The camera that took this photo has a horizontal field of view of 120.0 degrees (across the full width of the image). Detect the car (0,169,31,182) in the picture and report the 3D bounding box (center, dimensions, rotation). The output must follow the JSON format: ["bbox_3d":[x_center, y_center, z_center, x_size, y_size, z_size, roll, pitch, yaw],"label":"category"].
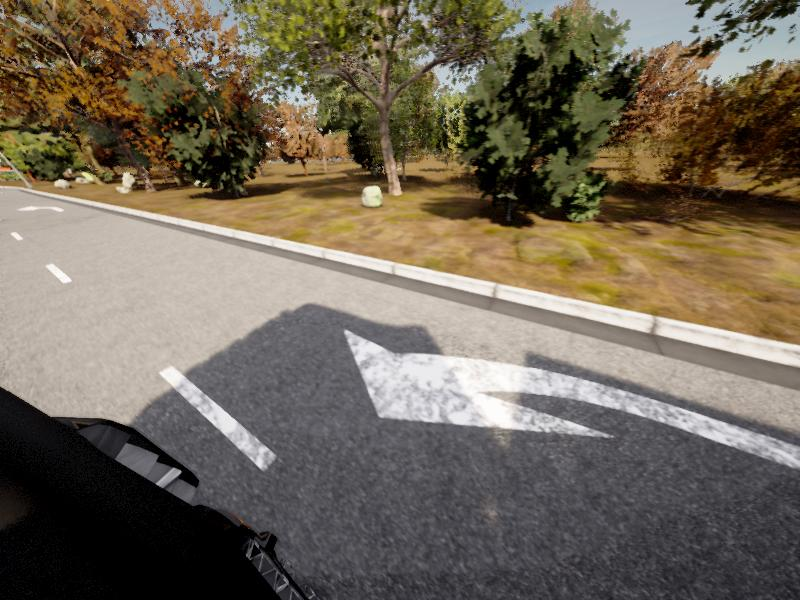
[{"bbox_3d":[-79.630,-25.211,46.846,1.878,1.987,4.442,7,34,15],"label":"car"}]

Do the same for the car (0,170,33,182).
[{"bbox_3d":[-82.001,-26.033,48.482,2.185,1.767,4.553,7,34,15],"label":"car"}]

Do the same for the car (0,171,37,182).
[{"bbox_3d":[-84.316,-26.918,50.249,1.946,1.575,5.366,7,34,15],"label":"car"}]
